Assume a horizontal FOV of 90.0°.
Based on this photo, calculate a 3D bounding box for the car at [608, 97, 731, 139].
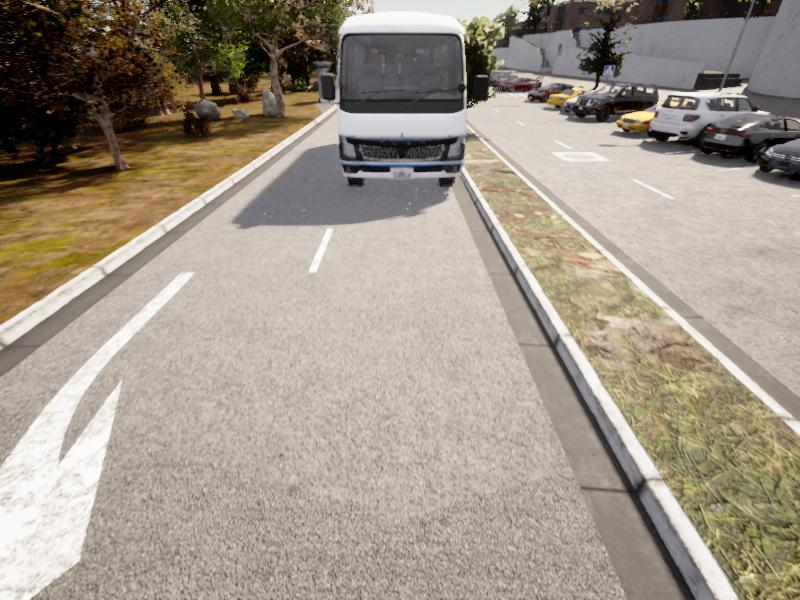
[{"bbox_3d":[13.649,-9.312,20.342,5.366,1.575,1.946,-10,33,-18],"label":"car"}]

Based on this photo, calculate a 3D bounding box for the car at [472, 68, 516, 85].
[{"bbox_3d":[13.808,-32.769,58.758,5.566,2.045,2.435,-10,33,-17],"label":"car"}]

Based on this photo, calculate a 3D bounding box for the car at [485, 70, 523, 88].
[{"bbox_3d":[13.940,-29.688,53.716,4.442,1.987,1.878,-10,33,-17],"label":"car"}]

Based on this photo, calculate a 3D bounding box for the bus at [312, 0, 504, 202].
[{"bbox_3d":[0.129,-6.977,13.718,3.944,4.253,10.273,0,30,0],"label":"bus"}]

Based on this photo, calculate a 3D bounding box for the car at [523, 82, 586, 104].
[{"bbox_3d":[13.799,-18.588,35.850,4.792,1.488,2.163,-10,33,-17],"label":"car"}]

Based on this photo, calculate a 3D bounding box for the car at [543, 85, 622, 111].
[{"bbox_3d":[13.995,-15.551,30.764,5.366,1.575,1.946,-10,32,-17],"label":"car"}]

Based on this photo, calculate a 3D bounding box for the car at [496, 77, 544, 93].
[{"bbox_3d":[13.801,-24.801,46.124,4.792,1.488,2.163,-10,33,-17],"label":"car"}]

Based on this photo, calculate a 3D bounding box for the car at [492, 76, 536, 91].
[{"bbox_3d":[13.823,-26.353,48.713,4.674,1.452,2.002,-10,33,-17],"label":"car"}]

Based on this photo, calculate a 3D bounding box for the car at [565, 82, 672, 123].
[{"bbox_3d":[13.800,-12.625,25.415,5.566,2.045,2.435,-10,33,-17],"label":"car"}]

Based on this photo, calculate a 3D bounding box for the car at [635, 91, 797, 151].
[{"bbox_3d":[13.849,-8.029,17.699,5.566,2.045,2.435,-10,32,-17],"label":"car"}]

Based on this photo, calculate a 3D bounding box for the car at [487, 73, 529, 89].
[{"bbox_3d":[13.800,-28.034,51.170,4.553,1.767,2.185,-10,33,-17],"label":"car"}]

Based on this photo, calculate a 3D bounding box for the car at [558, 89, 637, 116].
[{"bbox_3d":[13.827,-13.932,28.152,4.674,1.452,2.002,-10,33,-17],"label":"car"}]

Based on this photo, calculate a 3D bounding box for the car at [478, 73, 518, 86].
[{"bbox_3d":[13.823,-31.016,56.348,4.892,1.521,2.231,-10,33,-17],"label":"car"}]

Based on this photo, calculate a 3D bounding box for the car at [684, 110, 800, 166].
[{"bbox_3d":[13.846,-6.262,15.261,4.792,1.488,2.163,-10,32,-18],"label":"car"}]

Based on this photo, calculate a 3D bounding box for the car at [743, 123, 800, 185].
[{"bbox_3d":[13.822,-4.714,12.662,4.674,1.452,2.002,-10,33,-18],"label":"car"}]
